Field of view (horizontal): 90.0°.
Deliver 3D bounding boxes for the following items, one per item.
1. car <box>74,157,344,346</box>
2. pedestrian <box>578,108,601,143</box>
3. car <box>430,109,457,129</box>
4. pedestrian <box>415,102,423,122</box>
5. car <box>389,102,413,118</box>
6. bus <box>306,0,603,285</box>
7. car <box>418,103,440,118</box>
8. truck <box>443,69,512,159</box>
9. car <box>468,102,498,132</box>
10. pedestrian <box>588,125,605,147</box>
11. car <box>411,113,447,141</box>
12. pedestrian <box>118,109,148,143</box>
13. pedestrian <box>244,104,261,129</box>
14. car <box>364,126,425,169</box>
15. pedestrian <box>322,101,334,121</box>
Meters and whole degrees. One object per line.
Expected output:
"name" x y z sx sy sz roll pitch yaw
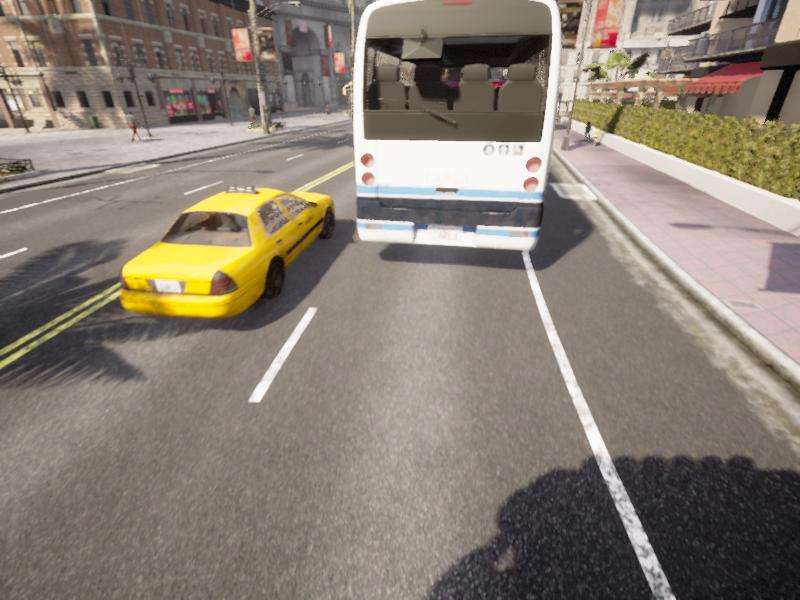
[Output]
"car" -2.650 -1.391 7.397 1.801 1.575 5.366 4 28 7
"pedestrian" 11.271 -10.418 23.863 0.751 1.860 0.751 5 28 10
"car" 4.022 -16.478 36.377 1.994 1.385 4.181 5 28 10
"pedestrian" 2.052 -20.040 42.607 0.751 1.860 0.751 5 28 9
"car" 0.227 -23.945 50.359 1.930 1.638 5.238 6 28 11
"bus" 1.535 -4.648 10.707 3.944 4.253 10.273 5 28 9
"car" 3.663 -23.591 49.789 2.007 1.525 4.514 6 28 11
"truck" 4.421 -10.639 22.588 2.891 3.827 8.468 5 28 11
"car" 7.192 -15.910 34.544 2.150 2.045 5.566 5 28 10
"pedestrian" 10.872 -9.091 22.150 0.500 1.100 0.500 5 28 10
"car" 2.074 -12.277 28.256 1.970 1.475 3.806 5 28 11
"pedestrian" -16.403 -10.733 24.616 0.751 1.860 0.751 5 28 9
"pedestrian" -12.176 -15.188 33.096 0.751 1.860 0.751 9 29 17
"car" -0.134 -7.332 18.943 1.994 1.385 4.181 5 28 11
"pedestrian" -7.582 -19.890 42.046 0.751 1.860 0.751 16 32 29
